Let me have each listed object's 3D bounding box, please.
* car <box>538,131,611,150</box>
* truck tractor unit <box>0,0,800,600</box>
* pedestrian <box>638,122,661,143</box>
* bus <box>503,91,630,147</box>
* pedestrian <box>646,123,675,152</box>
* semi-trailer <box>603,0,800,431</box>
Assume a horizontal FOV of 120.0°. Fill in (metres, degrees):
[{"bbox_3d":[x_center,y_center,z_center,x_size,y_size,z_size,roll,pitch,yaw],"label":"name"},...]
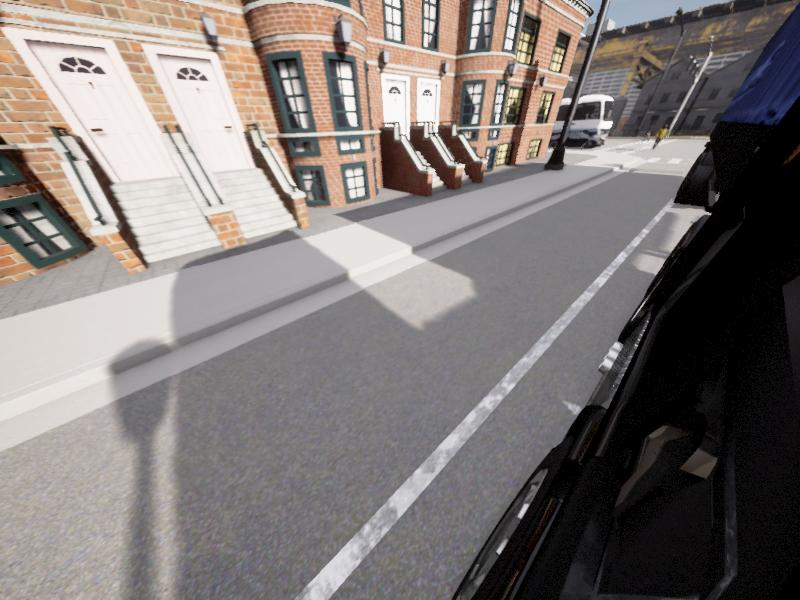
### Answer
[{"bbox_3d":[17.321,-16.059,23.237,2.033,1.411,5.357,-28,44,-30],"label":"car"},{"bbox_3d":[2.645,-0.295,0.351,6.516,4.208,3.053,-28,44,-30],"label":"truck tractor unit"},{"bbox_3d":[27.604,-18.492,25.562,0.751,1.860,0.751,-10,37,-11],"label":"pedestrian"},{"bbox_3d":[17.955,-20.088,26.254,3.944,4.253,10.273,-28,43,-30],"label":"bus"},{"bbox_3d":[20.750,-12.969,18.452,0.751,1.860,0.751,22,43,29],"label":"pedestrian"},{"bbox_3d":[8.450,-3.735,4.496,14.254,4.402,2.717,-31,45,-33],"label":"semi-trailer"}]
